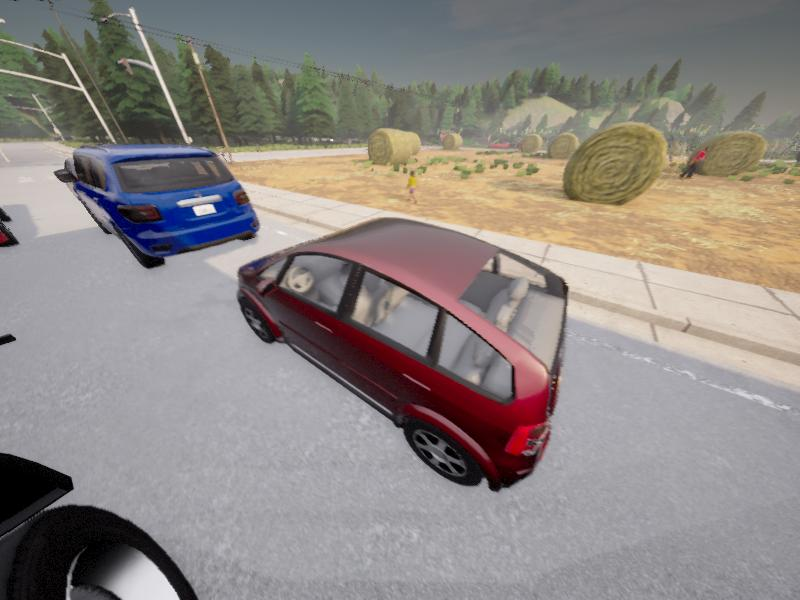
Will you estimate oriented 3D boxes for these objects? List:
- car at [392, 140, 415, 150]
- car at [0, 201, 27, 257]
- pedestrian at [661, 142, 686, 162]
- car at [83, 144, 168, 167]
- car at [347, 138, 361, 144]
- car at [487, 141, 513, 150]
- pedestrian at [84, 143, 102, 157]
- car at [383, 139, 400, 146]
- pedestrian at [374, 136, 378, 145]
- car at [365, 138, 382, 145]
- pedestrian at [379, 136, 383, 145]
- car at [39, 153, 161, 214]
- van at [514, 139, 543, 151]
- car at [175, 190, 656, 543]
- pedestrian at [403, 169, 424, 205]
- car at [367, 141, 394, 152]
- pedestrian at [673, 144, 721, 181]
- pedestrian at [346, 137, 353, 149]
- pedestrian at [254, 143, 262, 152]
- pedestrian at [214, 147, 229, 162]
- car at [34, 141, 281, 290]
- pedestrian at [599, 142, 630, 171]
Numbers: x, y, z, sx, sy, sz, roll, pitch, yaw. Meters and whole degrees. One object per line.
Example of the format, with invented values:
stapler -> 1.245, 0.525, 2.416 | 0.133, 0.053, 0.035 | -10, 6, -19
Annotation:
car -> 0.773, -30.596, 45.638 | 1.882, 1.535, 5.008 | 23, 41, 28
car -> -11.046, -2.039, 5.086 | 4.611, 1.667, 2.242 | 23, 41, 27
pedestrian -> 30.207, -16.367, 25.511 | 0.751, 1.860, 0.751 | -1, 35, -2
car -> -22.641, -12.150, 19.321 | 4.193, 1.474, 1.816 | -27, 44, -34
car -> -14.608, -50.662, 73.661 | 3.806, 1.475, 1.970 | 24, 41, 29
car -> 21.761, -33.828, 50.506 | 4.514, 1.525, 2.007 | 25, 42, 30
pedestrian -> -31.521, -15.410, 23.731 | 0.500, 1.100, 0.500 | -18, 40, -25
car -> -2.266, -42.488, 62.256 | 4.514, 1.525, 2.007 | 27, 43, 32
pedestrian -> -6.312, -41.582, 60.317 | 0.751, 1.860, 0.751 | 10, 37, 13
car -> -7.476, -44.940, 65.613 | 4.514, 1.525, 2.007 | 25, 42, 30
pedestrian -> -5.026, -41.396, 60.079 | 0.751, 1.860, 0.751 | 20, 40, 25
car -> -11.300, -4.544, 8.738 | 3.633, 1.501, 1.845 | 22, 40, 27
van -> 26.299, -31.882, 47.454 | 4.442, 1.987, 1.775 | 25, 42, 30
car -> -0.281, -0.029, 2.571 | 3.705, 1.549, 1.789 | 22, 41, 27
pedestrian -> 0.476, -4.150, 8.468 | 0.500, 1.100, 0.500 | -29, 45, -35
car -> -3.343, -27.319, 40.961 | 2.038, 1.542, 4.974 | 23, 41, 28
pedestrian -> 17.638, -8.178, 13.776 | 0.751, 1.860, 0.751 | -8, 36, -12
pedestrian -> -9.696, -30.213, 44.329 | 0.751, 1.860, 0.751 | 22, 41, 27
pedestrian -> -19.809, -21.289, 32.254 | 0.500, 1.100, 0.500 | 21, 40, 26
pedestrian -> -15.990, -13.051, 20.737 | 0.500, 1.100, 0.500 | 6, 36, 7
car -> -5.733, -2.461, 5.470 | 5.566, 2.045, 2.150 | 22, 41, 27
pedestrian -> 16.239, -10.882, 17.554 | 0.751, 1.860, 0.751 | -3, 36, -5
